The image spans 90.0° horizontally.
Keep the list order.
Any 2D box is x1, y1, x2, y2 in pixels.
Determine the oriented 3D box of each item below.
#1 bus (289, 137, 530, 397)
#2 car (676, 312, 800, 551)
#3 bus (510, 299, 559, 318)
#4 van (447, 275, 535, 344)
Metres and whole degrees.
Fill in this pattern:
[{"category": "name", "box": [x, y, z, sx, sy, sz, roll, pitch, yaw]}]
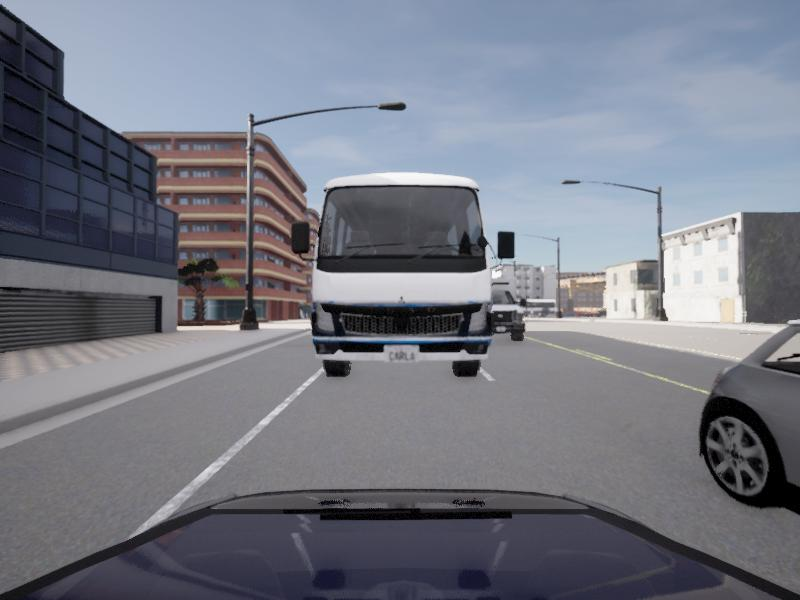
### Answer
[{"category": "bus", "box": [0.163, -0.578, 11.699, 3.944, 4.253, 10.273, 0, 0, 0]}, {"category": "car", "box": [3.510, 0.850, 1.764, 1.970, 1.475, 3.806, 0, 0, 0]}, {"category": "bus", "box": [32.057, 2.048, 95.829, 10.273, 4.253, 3.944, 0, -1, 0]}, {"category": "van", "box": [3.559, 0.351, 17.241, 2.351, 2.431, 6.366, 0, 0, 0]}]
